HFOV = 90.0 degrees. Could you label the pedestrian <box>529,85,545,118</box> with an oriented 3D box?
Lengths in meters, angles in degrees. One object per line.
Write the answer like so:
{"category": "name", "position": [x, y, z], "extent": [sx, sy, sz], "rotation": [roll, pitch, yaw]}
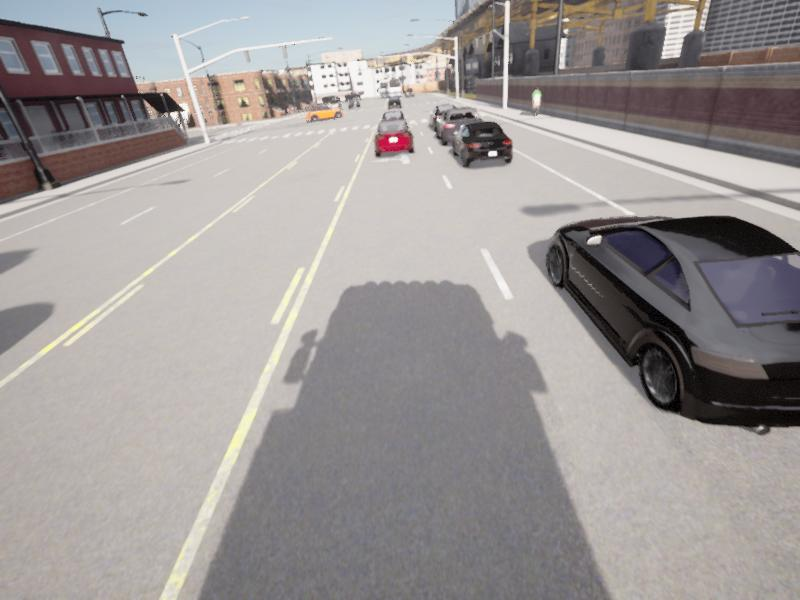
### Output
{"category": "pedestrian", "position": [9.134, -13.271, 26.720], "extent": [0.751, 1.860, 0.751], "rotation": [-5, 28, 3]}

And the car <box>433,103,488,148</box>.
{"category": "car", "position": [3.142, -9.480, 21.532], "extent": [2.242, 1.667, 4.611], "rotation": [-5, 28, 2]}

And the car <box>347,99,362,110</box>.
{"category": "car", "position": [-7.882, -34.066, 69.539], "extent": [1.994, 1.385, 4.181], "rotation": [-5, 28, 2]}

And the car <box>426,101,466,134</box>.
{"category": "car", "position": [3.074, -12.638, 27.549], "extent": [2.128, 1.511, 4.902], "rotation": [-5, 28, 2]}

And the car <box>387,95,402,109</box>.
{"category": "car", "position": [-0.791, -28.912, 58.390], "extent": [1.882, 1.535, 5.008], "rotation": [-5, 28, 2]}

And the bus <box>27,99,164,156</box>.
{"category": "bus", "position": [-31.759, -18.250, 42.257], "extent": [10.273, 4.253, 3.944], "rotation": [-5, 28, 2]}

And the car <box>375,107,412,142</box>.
{"category": "car", "position": [-0.396, -11.715, 26.565], "extent": [2.128, 1.511, 4.902], "rotation": [-5, 28, 2]}

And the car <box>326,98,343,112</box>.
{"category": "car", "position": [-11.392, -34.052, 69.730], "extent": [1.932, 1.855, 4.605], "rotation": [-5, 28, 2]}

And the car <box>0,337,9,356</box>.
{"category": "car", "position": [-7.065, 1.345, 3.890], "extent": [1.812, 1.442, 4.674], "rotation": [-5, 28, 2]}

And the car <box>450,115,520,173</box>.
{"category": "car", "position": [3.219, -6.367, 16.004], "extent": [1.812, 1.442, 4.674], "rotation": [-5, 28, 2]}

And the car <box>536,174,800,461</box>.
{"category": "car", "position": [3.362, -0.319, 4.879], "extent": [1.994, 1.385, 4.181], "rotation": [-5, 28, 2]}

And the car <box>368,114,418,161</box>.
{"category": "car", "position": [-0.319, -8.444, 20.536], "extent": [2.163, 1.488, 4.792], "rotation": [-5, 28, 2]}

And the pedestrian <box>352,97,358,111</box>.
{"category": "pedestrian", "position": [-6.876, -29.884, 61.057], "extent": [0.751, 1.860, 0.751], "rotation": [-8, 28, -2]}

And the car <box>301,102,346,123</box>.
{"category": "car", "position": [-9.167, -22.538, 48.083], "extent": [4.553, 1.767, 2.097], "rotation": [-21, 31, -24]}
